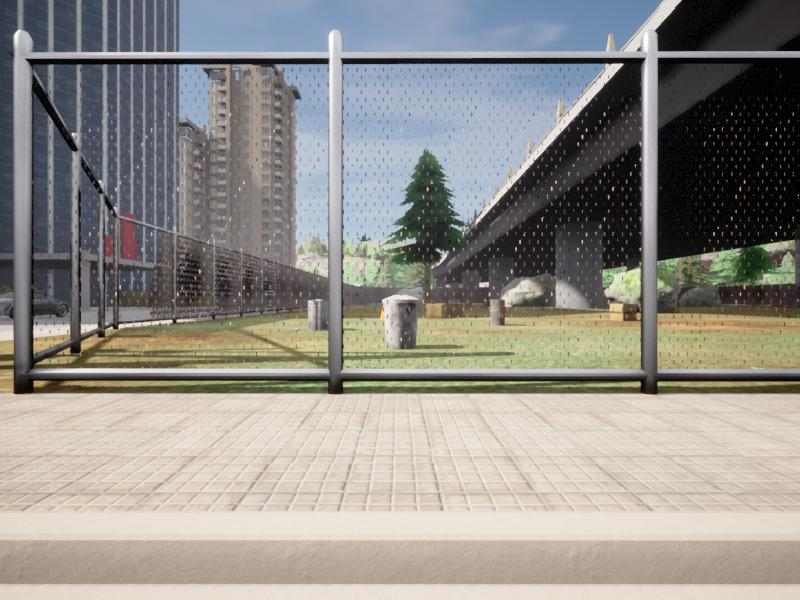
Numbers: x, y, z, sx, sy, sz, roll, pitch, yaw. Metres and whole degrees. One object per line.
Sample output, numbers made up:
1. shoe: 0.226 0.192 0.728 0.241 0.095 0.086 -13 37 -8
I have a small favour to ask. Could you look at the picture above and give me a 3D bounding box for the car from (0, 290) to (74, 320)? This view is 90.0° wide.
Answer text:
1. car: -19.462 0.251 20.597 1.994 1.385 4.181 0 0 -1
